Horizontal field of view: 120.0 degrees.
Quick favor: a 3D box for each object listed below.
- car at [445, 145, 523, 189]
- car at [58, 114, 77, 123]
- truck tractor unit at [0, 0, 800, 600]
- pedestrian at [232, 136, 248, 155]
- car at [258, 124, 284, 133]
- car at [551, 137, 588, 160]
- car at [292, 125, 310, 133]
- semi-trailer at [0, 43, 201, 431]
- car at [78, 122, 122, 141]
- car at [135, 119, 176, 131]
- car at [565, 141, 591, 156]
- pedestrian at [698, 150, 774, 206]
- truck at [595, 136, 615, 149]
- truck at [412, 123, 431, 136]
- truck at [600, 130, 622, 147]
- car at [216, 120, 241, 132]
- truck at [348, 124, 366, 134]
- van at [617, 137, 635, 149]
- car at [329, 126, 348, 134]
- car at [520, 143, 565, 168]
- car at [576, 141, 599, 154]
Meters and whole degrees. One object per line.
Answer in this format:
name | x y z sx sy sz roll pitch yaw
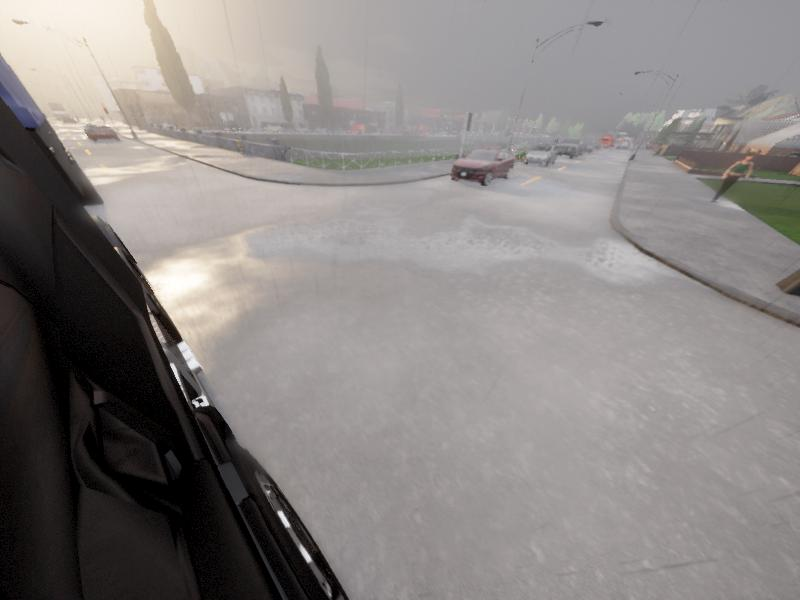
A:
car | 4.681 -7.375 12.546 1.882 1.535 5.008 28 43 30
car | -82.266 -44.861 57.197 4.974 1.542 2.038 28 44 30
truck tractor unit | -2.645 -0.295 0.351 6.516 4.208 3.053 28 44 30
pedestrian | -11.721 -11.304 16.897 0.500 1.100 0.500 28 44 30
car | -32.311 -43.249 58.143 2.152 1.651 5.027 28 43 30
car | 20.299 -18.232 27.652 2.150 2.045 5.566 28 43 30
car | -27.041 -46.846 63.306 1.851 1.617 3.988 28 44 30
semi-trailer | -8.697 -3.603 4.235 14.254 4.402 2.717 28 44 30
car | -30.717 -17.250 23.651 4.181 1.385 1.994 28 44 30
car | -46.601 -33.418 44.145 2.038 1.542 4.974 27 43 29
car | 24.940 -21.226 32.322 1.851 1.617 3.988 28 44 30
pedestrian | 13.301 -4.863 9.250 0.751 1.860 0.751 27 43 29
truck | 51.875 -39.919 58.338 2.627 2.467 5.204 28 44 30
truck | 8.656 -68.329 92.479 2.891 3.827 8.468 28 44 30
truck | 61.535 -47.035 67.344 2.891 3.827 8.468 28 44 30
car | -38.541 -39.103 51.972 1.905 1.878 3.866 28 43 30
truck | -14.001 -56.095 75.748 2.627 2.467 5.204 28 46 30
van | 57.988 -40.351 59.337 2.351 2.431 6.366 28 44 30
car | -18.948 -52.377 71.197 1.930 1.638 5.238 28 44 30
car | 12.525 -12.731 20.226 2.007 1.525 4.514 28 44 30
car | 31.200 -25.461 38.454 2.038 1.542 4.974 28 44 30
